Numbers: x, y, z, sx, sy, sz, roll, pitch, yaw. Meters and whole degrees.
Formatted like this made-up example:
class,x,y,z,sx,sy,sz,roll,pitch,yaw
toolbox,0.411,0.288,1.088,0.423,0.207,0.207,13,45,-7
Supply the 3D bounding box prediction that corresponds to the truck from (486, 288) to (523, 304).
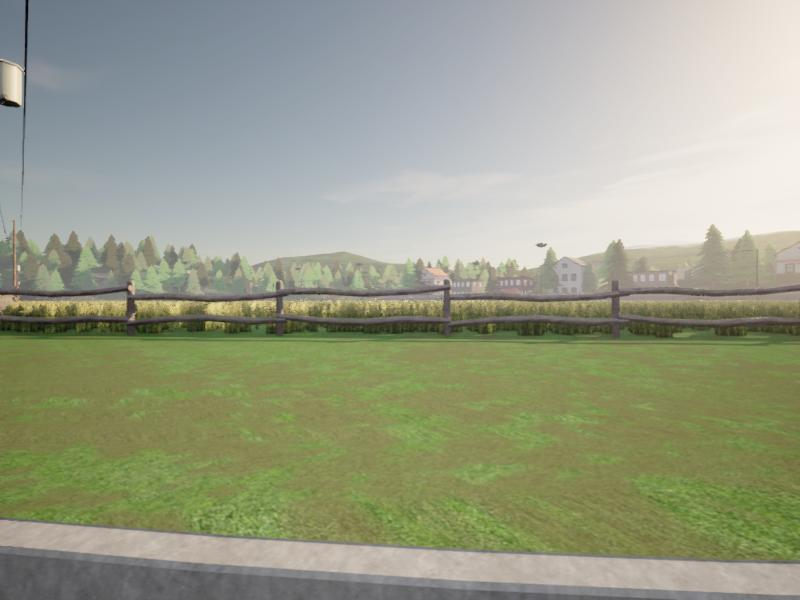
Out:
class,x,y,z,sx,sy,sz,roll,pitch,yaw
truck,25.909,-0.930,99.509,2.891,3.827,8.468,0,0,-43
